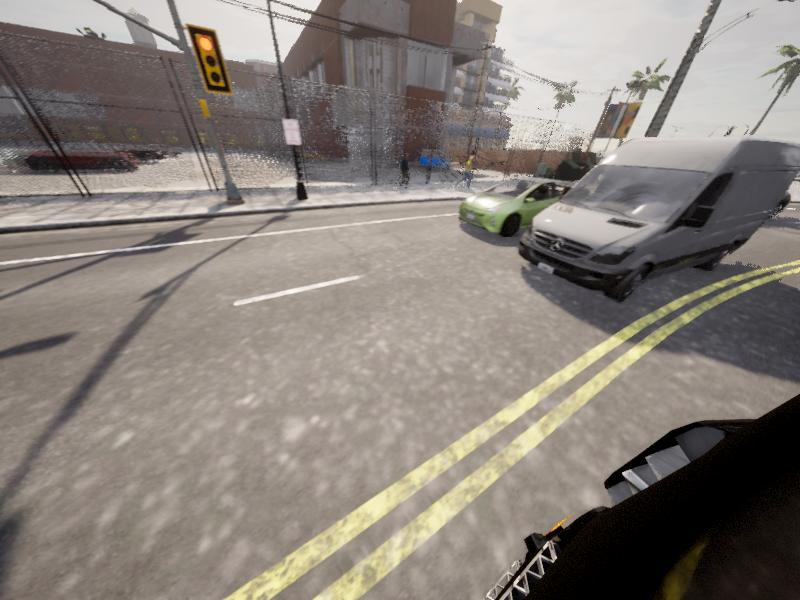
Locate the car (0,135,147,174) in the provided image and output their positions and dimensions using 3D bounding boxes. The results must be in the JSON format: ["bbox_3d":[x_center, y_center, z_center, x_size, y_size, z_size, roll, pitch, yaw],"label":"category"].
[{"bbox_3d":[-19.375,-8.867,14.177,4.553,1.767,2.185,-16,38,-26],"label":"car"}]

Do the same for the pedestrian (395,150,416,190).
[{"bbox_3d":[0.280,-7.171,12.800,0.751,1.860,0.751,-17,38,-27],"label":"pedestrian"}]

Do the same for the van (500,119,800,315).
[{"bbox_3d":[5.455,-1.910,4.926,5.915,2.561,1.988,-12,36,-21],"label":"van"}]

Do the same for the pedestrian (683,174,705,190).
[{"bbox_3d":[24.170,-9.698,18.992,0.500,1.100,0.500,5,34,4],"label":"pedestrian"}]

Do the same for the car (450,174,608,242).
[{"bbox_3d":[4.259,-3.294,7.850,4.514,1.525,2.007,-12,36,-21],"label":"car"}]

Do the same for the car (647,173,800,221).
[{"bbox_3d":[15.434,-4.894,10.969,5.027,1.651,2.152,-3,34,-8],"label":"car"}]

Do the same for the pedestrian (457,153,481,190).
[{"bbox_3d":[4.094,-7.640,13.778,0.751,1.860,0.751,-14,37,-24],"label":"pedestrian"}]
